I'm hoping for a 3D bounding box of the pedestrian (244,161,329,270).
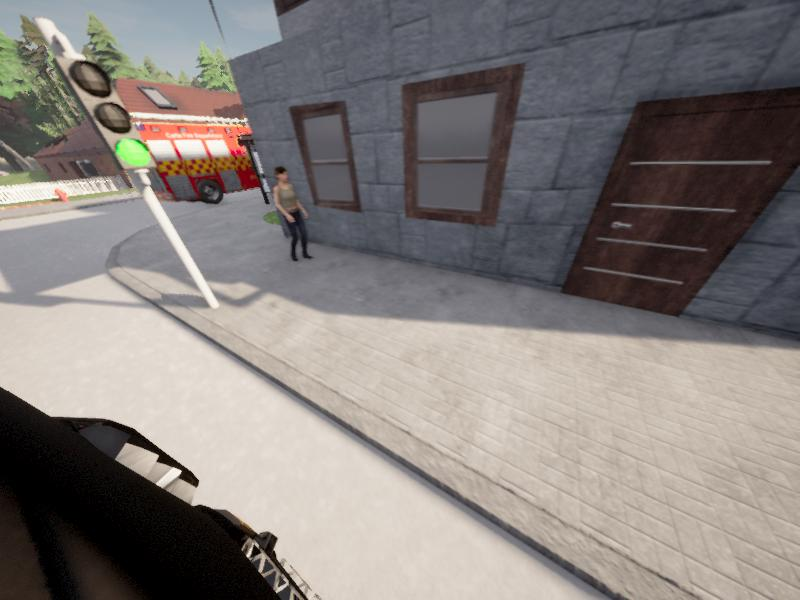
[{"bbox_3d":[-2.170,-1.675,4.645,0.751,1.860,0.751,16,38,26],"label":"pedestrian"}]

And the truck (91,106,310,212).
[{"bbox_3d":[-9.868,-8.180,13.401,2.891,3.827,8.468,14,37,23],"label":"truck"}]
